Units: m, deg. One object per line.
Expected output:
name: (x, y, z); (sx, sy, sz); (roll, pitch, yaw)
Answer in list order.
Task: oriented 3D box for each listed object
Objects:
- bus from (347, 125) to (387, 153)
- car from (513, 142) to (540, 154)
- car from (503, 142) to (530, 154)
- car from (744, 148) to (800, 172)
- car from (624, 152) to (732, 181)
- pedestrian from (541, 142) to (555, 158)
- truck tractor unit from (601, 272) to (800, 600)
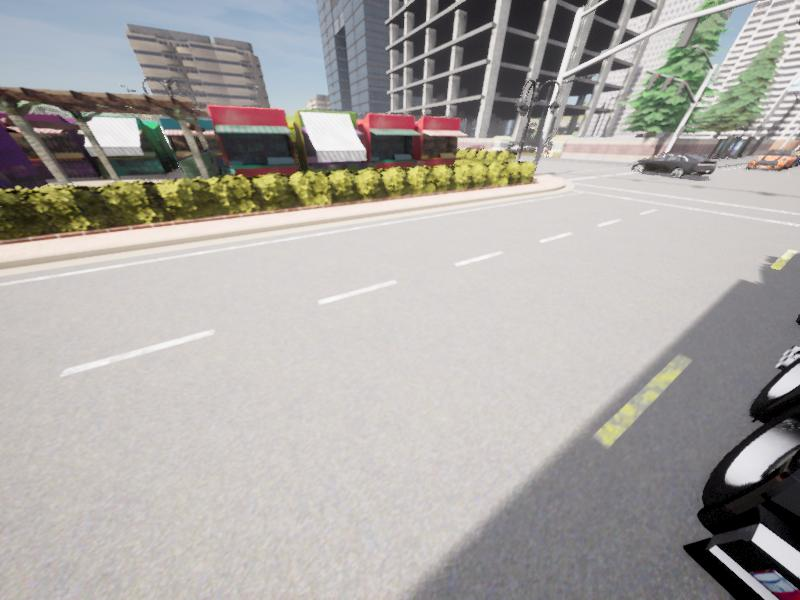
bus: (-6.879, -32.586, 47.107); (3.944, 4.253, 10.273); (-18, 37, -24)
car: (24.932, -30.155, 45.635); (1.905, 1.878, 3.866); (-18, 39, -24)
car: (22.364, -29.345, 44.451); (1.905, 1.878, 3.866); (-18, 39, -24)
car: (36.370, -13.698, 22.424); (4.553, 1.767, 2.097); (-17, 38, -24)
car: (20.805, -10.372, 17.756); (2.128, 1.511, 4.902); (-4, 35, -7)
pedestrian: (20.997, -21.276, 32.772); (0.751, 1.860, 0.751); (-13, 37, -18)
truck tractor unit: (5.123, -0.288, 0.761); (6.516, 4.208, 3.053); (-18, 39, -23)
